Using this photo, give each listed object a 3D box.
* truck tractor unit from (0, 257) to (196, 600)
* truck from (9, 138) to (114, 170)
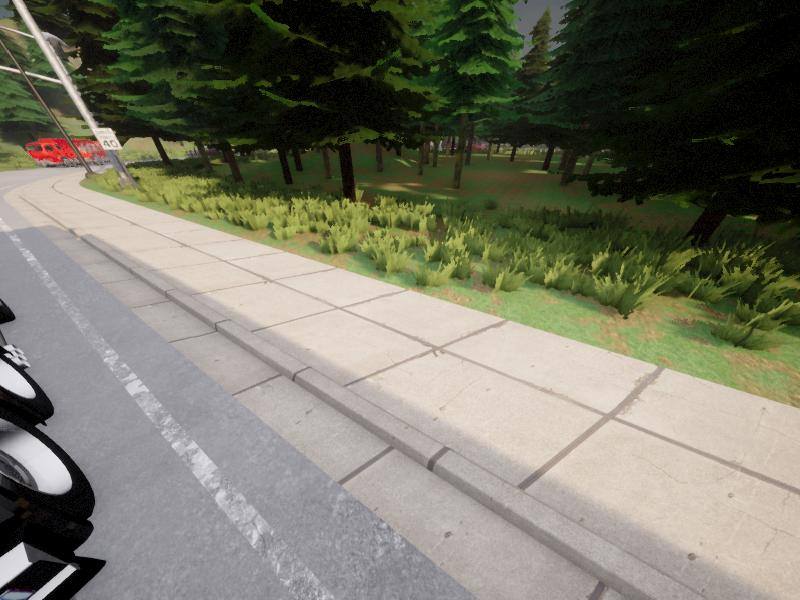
[{"bbox_3d":[-5.100,-0.312,0.797,6.516,4.208,3.053,19,39,25],"label":"truck tractor unit"},{"bbox_3d":[-34.234,-15.140,23.807,2.627,2.467,5.204,-2,35,-1],"label":"truck"}]
